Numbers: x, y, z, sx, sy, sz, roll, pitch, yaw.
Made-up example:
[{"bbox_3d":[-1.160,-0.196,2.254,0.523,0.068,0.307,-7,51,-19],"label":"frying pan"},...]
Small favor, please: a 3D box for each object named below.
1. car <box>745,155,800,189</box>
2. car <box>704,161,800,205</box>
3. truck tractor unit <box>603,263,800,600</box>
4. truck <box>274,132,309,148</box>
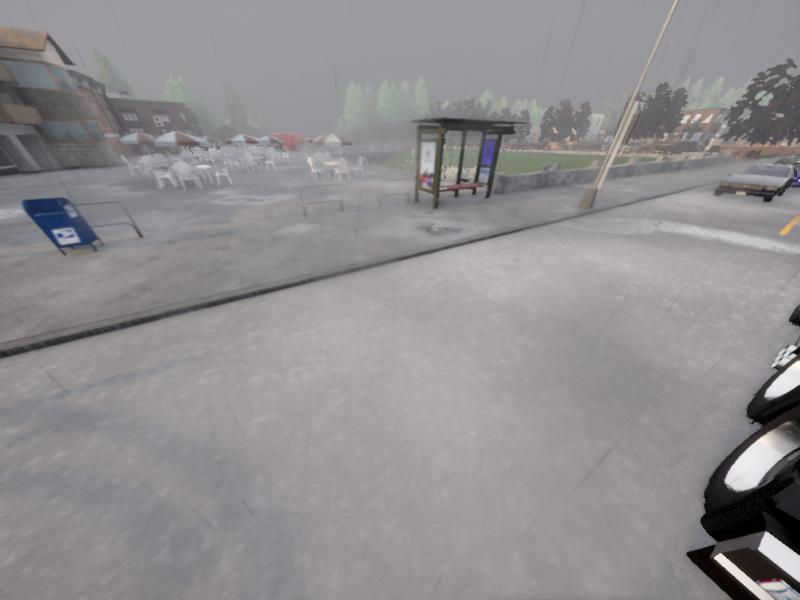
[{"bbox_3d":[24.860,-8.265,14.780,4.514,1.525,2.007,-18,39,-25],"label":"car"},{"bbox_3d":[18.091,-5.999,11.578,5.357,1.411,2.033,-18,39,-24],"label":"car"},{"bbox_3d":[5.108,-0.304,0.788,6.516,4.208,3.053,-18,39,-24],"label":"truck tractor unit"},{"bbox_3d":[-32.160,-47.618,68.827,8.468,3.827,2.891,-18,39,-24],"label":"truck"}]
